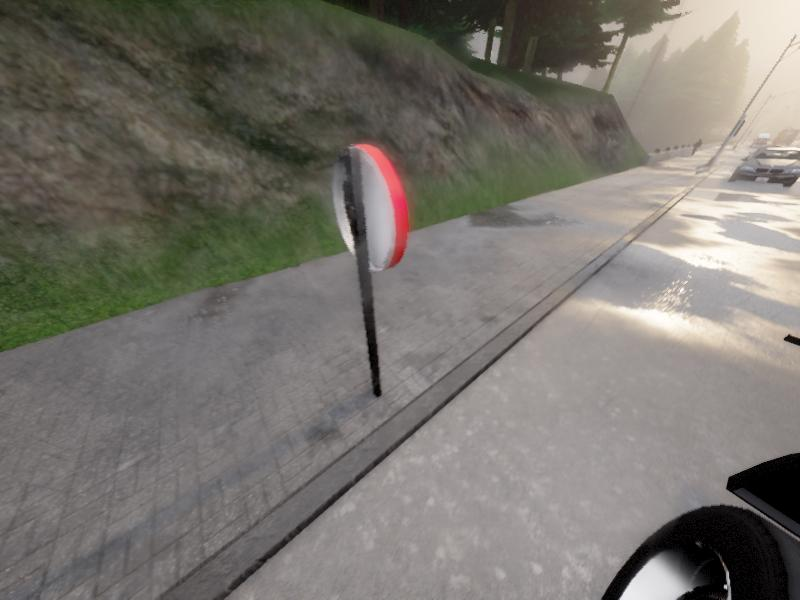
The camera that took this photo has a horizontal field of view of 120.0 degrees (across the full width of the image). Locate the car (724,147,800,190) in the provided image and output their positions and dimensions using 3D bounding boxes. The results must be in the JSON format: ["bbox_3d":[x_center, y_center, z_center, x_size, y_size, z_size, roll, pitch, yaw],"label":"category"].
[{"bbox_3d":[20.744,-7.538,12.968,4.611,1.667,2.242,-25,42,-31],"label":"car"}]

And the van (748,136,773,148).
[{"bbox_3d":[75.275,-33.002,48.279,4.480,2.038,2.069,-25,42,-31],"label":"van"}]

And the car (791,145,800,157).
[{"bbox_3d":[51.567,-18.829,28.853,4.974,1.542,2.038,-25,42,-31],"label":"car"}]

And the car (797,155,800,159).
[{"bbox_3d":[46.408,-16.413,25.520,4.193,1.474,1.816,-25,42,-31],"label":"car"}]

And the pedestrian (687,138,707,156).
[{"bbox_3d":[36.120,-18.620,28.123,0.751,1.860,0.751,-30,45,-35],"label":"pedestrian"}]

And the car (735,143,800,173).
[{"bbox_3d":[29.106,-11.405,18.409,4.856,1.649,2.033,-25,42,-30],"label":"car"}]
